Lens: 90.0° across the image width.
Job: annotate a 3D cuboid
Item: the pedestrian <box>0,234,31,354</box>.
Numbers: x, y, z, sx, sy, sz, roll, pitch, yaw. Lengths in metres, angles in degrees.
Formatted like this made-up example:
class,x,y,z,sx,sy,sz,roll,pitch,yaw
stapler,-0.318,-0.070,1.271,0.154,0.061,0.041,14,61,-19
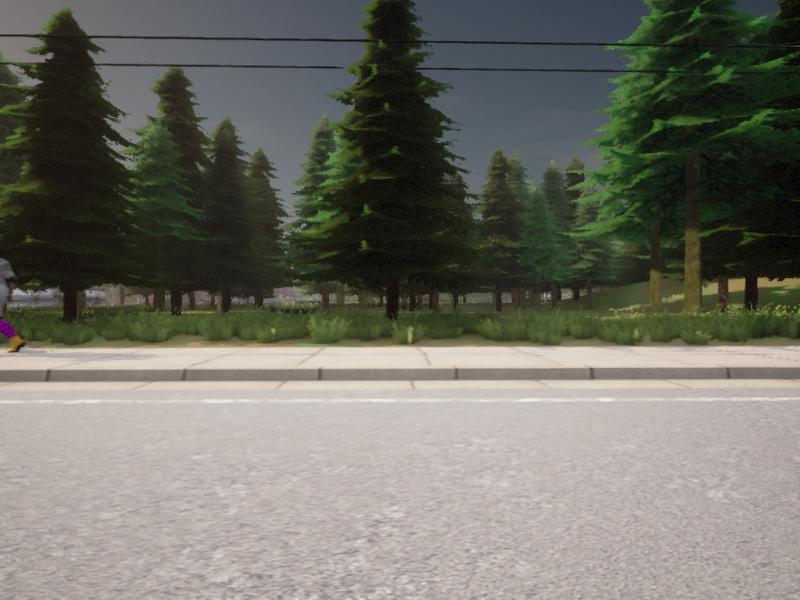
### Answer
class,x,y,z,sx,sy,sz,roll,pitch,yaw
pedestrian,-6.670,-0.089,6.476,0.751,1.860,0.751,0,0,-14

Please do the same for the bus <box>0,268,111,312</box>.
class,x,y,z,sx,sy,sz,roll,pitch,yaw
bus,-37.058,-0.977,43.514,3.944,4.253,10.273,0,0,-1

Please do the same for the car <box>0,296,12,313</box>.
class,x,y,z,sx,sy,sz,roll,pitch,yaw
car,-36.732,0.407,34.339,2.163,1.488,4.792,0,0,-1
